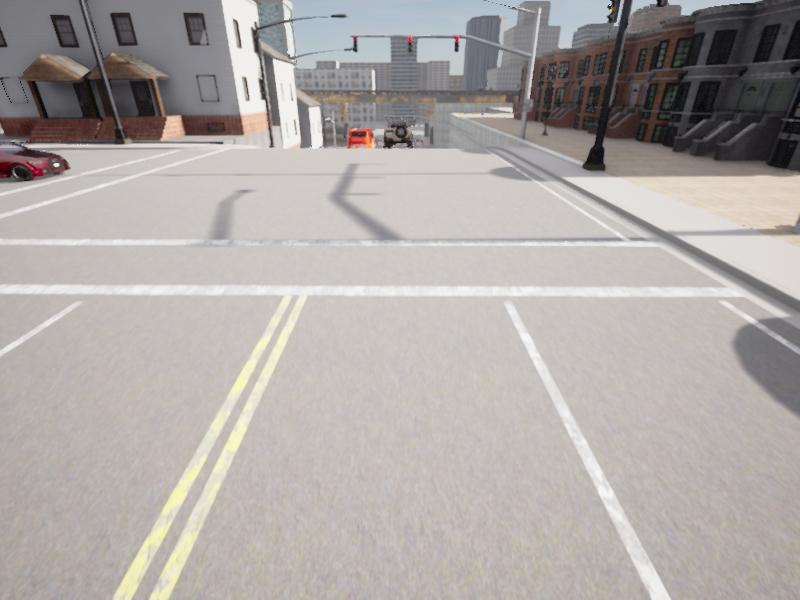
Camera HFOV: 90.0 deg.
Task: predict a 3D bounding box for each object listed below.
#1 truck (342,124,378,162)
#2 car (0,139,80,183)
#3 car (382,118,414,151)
[{"bbox_3d":[-3.525,-14.066,36.235,2.627,2.467,5.204,-1,14,0],"label":"truck"},{"bbox_3d":[-15.942,-5.587,16.059,4.181,1.385,1.994,-2,27,-4],"label":"car"},{"bbox_3d":[-0.048,-11.854,28.840,1.932,1.855,4.605,1,18,4],"label":"car"}]
